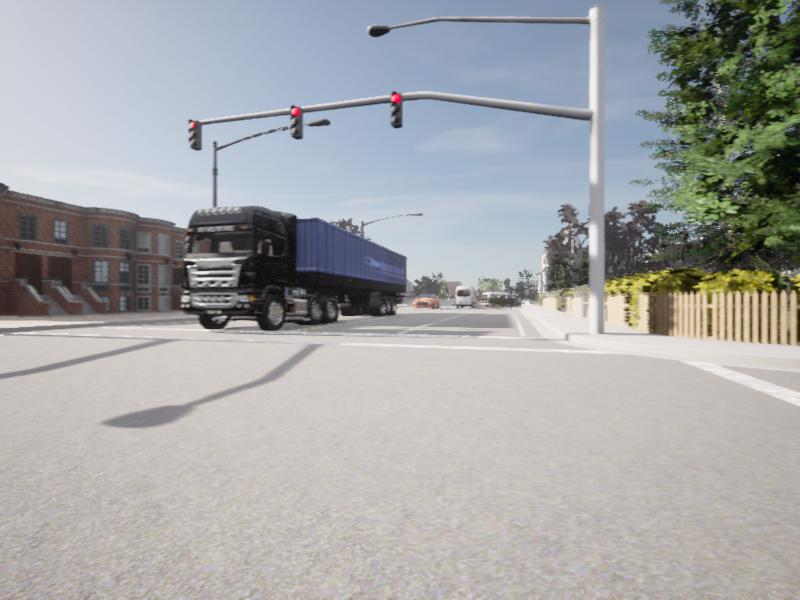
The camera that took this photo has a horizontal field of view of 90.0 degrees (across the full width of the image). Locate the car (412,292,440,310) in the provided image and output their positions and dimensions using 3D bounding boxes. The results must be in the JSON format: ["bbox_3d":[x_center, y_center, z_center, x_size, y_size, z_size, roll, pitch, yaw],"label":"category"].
[{"bbox_3d":[2.816,0.080,42.114,2.097,1.767,4.553,0,0,15],"label":"car"}]

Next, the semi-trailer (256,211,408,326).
[{"bbox_3d":[-2.584,-1.223,22.499,2.717,4.402,14.254,0,0,15],"label":"semi-trailer"}]

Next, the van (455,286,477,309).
[{"bbox_3d":[7.834,-0.297,47.162,1.988,2.561,5.915,0,0,15],"label":"van"}]

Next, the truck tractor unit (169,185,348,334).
[{"bbox_3d":[-4.648,-1.124,14.861,3.053,4.208,6.516,0,0,15],"label":"truck tractor unit"}]

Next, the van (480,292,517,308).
[{"bbox_3d":[13.181,-0.001,53.672,4.480,2.038,2.069,1,-1,-21],"label":"van"}]
